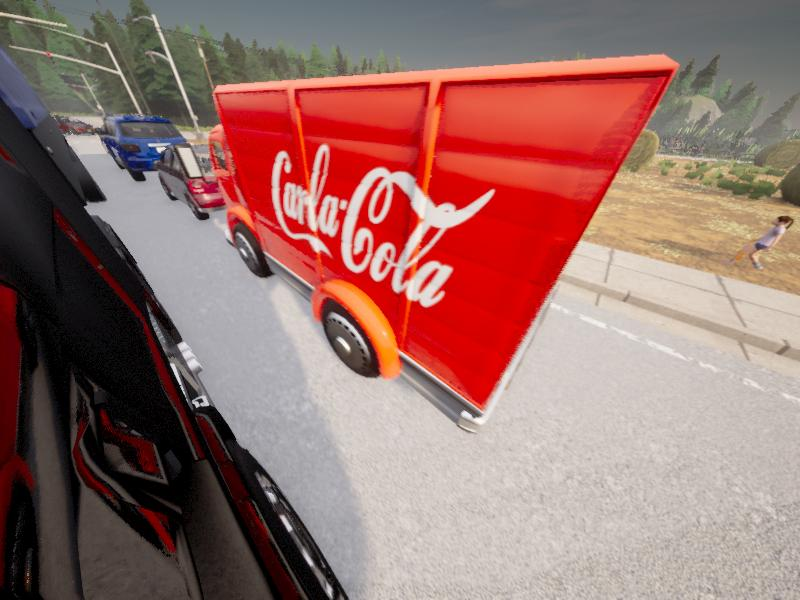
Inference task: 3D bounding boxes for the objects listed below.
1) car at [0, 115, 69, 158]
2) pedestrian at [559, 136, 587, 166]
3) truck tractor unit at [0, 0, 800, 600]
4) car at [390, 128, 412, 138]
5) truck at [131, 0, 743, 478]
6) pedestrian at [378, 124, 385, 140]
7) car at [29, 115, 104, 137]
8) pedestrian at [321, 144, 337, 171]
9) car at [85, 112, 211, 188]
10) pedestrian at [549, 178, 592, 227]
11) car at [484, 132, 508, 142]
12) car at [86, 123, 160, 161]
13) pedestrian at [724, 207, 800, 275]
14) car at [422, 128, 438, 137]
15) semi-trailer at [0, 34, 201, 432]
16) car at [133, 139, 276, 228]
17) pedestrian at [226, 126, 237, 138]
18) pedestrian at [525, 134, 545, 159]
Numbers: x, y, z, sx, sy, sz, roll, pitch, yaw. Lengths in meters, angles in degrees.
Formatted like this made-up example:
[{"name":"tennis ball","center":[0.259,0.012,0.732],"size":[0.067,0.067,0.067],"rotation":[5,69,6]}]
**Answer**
[{"name":"car","center":[-20.962,-9.176,12.846],"size":[4.611,1.667,2.242],"rotation":[28,44,30]},{"name":"pedestrian","center":[13.218,-11.396,17.732],"size":[0.751,1.860,0.751],"rotation":[-5,38,-11]},{"name":"truck tractor unit","center":[-2.645,-0.295,0.351],"size":[6.516,4.208,3.053],"rotation":[28,44,30]},{"name":"car","center":[0.249,-35.178,48.587],"size":[1.882,1.535,5.008],"rotation":[29,44,30]},{"name":"truck","center":[-0.622,-1.219,3.208],"size":[5.204,2.467,2.627],"rotation":[29,44,30]},{"name":"pedestrian","center":[-2.772,-24.719,34.080],"size":[0.751,1.860,0.751],"rotation":[-26,46,-32]},{"name":"car","center":[-31.753,-16.671,22.102],"size":[4.193,1.474,1.816],"rotation":[7,38,5]},{"name":"pedestrian","center":[-3.605,-7.264,11.760],"size":[0.500,1.100,0.500],"rotation":[-20,43,-27]},{"name":"car","center":[-10.698,-6.512,9.783],"size":[5.566,2.045,2.150],"rotation":[29,44,30]},{"name":"pedestrian","center":[4.580,-2.639,6.277],"size":[0.500,1.100,0.500],"rotation":[19,40,20]},{"name":"car","center":[21.666,-36.833,52.223],"size":[4.514,1.525,2.007],"rotation":[32,46,32]},{"name":"car","center":[-15.892,-9.133,13.271],"size":[3.633,1.501,1.845],"rotation":[29,44,29]},{"name":"pedestrian","center":[7.165,-1.140,4.495],"size":[0.500,1.100,0.500],"rotation":[-25,45,-32]},{"name":"car","center":[7.894,-45.021,62.039],"size":[2.007,1.525,4.514],"rotation":[-15,41,-22]},{"name":"semi-trailer","center":[-8.644,-3.669,4.239],"size":[14.254,4.402,2.717],"rotation":[29,44,30]},{"name":"car","center":[-5.627,-3.561,6.682],"size":[3.705,1.549,1.789],"rotation":[28,44,29]},{"name":"pedestrian","center":[-18.803,-18.789,25.832],"size":[0.500,1.100,0.500],"rotation":[28,44,29]},{"name":"pedestrian","center":[12.426,-14.214,21.368],"size":[0.751,1.860,0.751],"rotation":[-1,37,-5]}]
